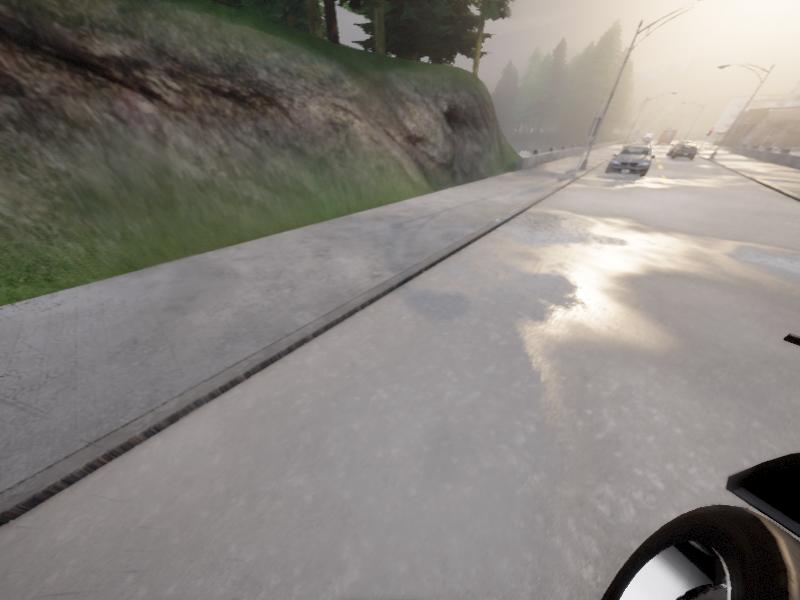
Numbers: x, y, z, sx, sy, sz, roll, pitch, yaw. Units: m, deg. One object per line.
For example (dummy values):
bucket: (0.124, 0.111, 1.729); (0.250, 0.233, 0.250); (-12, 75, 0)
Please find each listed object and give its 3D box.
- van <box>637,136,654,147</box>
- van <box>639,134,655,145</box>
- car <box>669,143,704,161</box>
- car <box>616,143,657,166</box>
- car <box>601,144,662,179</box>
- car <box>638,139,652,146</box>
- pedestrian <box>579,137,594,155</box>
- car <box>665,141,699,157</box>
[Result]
van: (59.192, -38.224, 55.637); (2.069, 2.038, 4.480); (27, 44, 32)
van: (70.035, -45.581, 65.468); (1.988, 2.561, 5.915); (27, 44, 32)
car: (32.599, -16.991, 26.405); (1.816, 1.474, 4.193); (27, 44, 32)
car: (22.697, -14.056, 22.145); (2.033, 1.649, 4.856); (27, 43, 32)
car: (16.094, -9.734, 16.056); (2.242, 1.667, 4.611); (27, 44, 33)
car: (64.401, -41.414, 60.604); (2.007, 1.525, 4.514); (27, 44, 32)
pedestrian: (23.909, -19.719, 29.625); (0.751, 1.860, 0.751); (27, 44, 33)
car: (36.971, -19.887, 30.412); (2.038, 1.542, 4.974); (27, 44, 32)
